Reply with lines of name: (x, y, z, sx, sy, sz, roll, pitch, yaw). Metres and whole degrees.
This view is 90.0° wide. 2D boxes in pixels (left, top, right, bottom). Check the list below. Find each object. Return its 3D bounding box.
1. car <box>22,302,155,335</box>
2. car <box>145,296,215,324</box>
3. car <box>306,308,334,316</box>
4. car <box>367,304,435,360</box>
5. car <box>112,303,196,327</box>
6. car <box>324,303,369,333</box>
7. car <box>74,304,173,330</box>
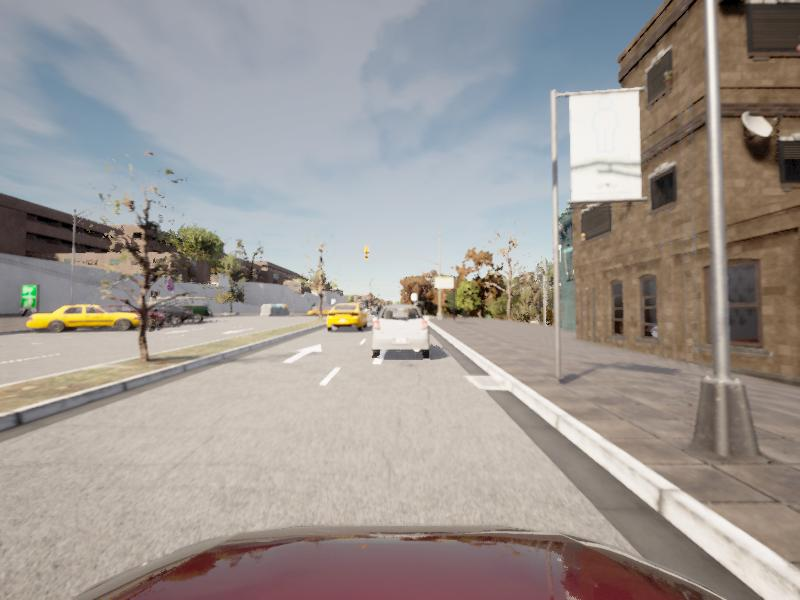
car: (-16.731, 0.929, 21.872, 5.366, 1.575, 1.946, -1, -1, -20)
car: (-16.777, 0.752, 30.785, 4.442, 1.987, 1.878, -1, -1, -20)
car: (-16.584, 2.522, 83.065, 5.366, 1.575, 1.946, 0, -2, -20)
car: (0.023, 0.884, 12.730, 1.845, 1.501, 3.633, 0, 0, 0)
car: (-16.886, 1.004, 27.759, 4.674, 1.452, 2.002, -1, 0, -20)
car: (-2.959, 0.932, 23.117, 1.882, 1.535, 5.008, 0, 0, 0)
car: (-16.900, 0.989, 24.785, 4.674, 1.452, 2.002, -1, -1, -20)
